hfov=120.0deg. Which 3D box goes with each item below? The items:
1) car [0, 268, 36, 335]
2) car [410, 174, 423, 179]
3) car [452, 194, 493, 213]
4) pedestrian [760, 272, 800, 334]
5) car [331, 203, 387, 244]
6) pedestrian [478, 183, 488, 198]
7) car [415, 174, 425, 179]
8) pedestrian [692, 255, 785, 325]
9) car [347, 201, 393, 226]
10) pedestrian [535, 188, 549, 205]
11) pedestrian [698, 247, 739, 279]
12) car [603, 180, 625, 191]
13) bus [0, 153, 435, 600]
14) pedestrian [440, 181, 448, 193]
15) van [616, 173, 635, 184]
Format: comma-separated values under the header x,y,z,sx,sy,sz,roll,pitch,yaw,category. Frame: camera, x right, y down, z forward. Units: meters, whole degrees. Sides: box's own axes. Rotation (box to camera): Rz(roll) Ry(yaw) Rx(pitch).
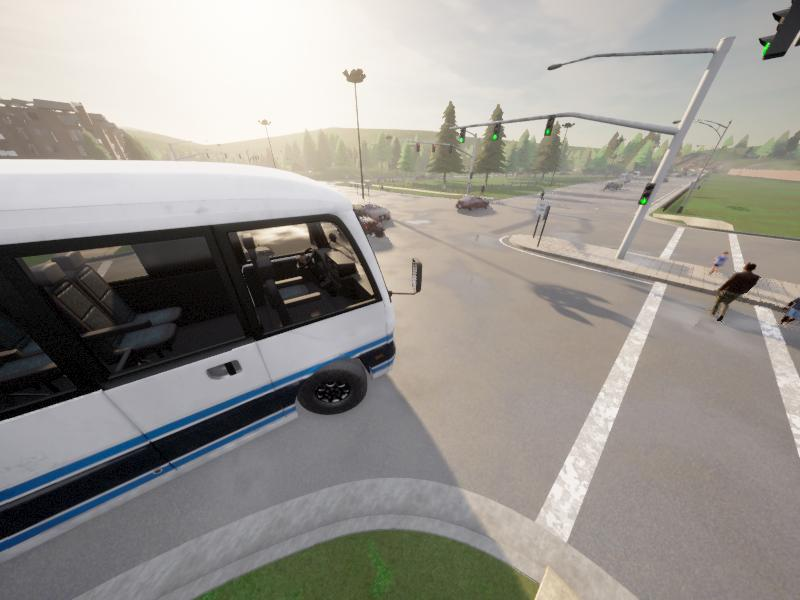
x,y,z,sx,sy,sz,roll,pitch,yaw,category
-13.756,0.749,5.575,4.892,1.490,1.837,-23,37,-34,car
6.740,-50.169,93.922,5.027,1.651,2.152,-23,37,-34,car
8.005,-10.716,25.485,4.674,1.442,1.812,-23,37,-35,car
11.561,-0.041,6.528,0.751,1.860,0.751,-23,37,-34,pedestrian
-2.828,-5.313,15.679,1.905,1.878,3.866,-22,37,-34,car
12.396,-16.409,34.573,0.751,1.860,0.751,-20,36,-31,pedestrian
7.839,-48.430,90.719,3.988,1.617,1.851,-23,37,-34,car
10.052,-0.303,6.981,0.751,1.860,0.751,21,36,32,pedestrian
-2.704,-7.759,20.438,1.994,1.385,4.181,-22,37,-33,car
17.582,-12.768,28.572,0.751,1.860,0.751,-20,36,-31,pedestrian
13.154,-1.536,9.572,0.500,1.100,0.500,19,35,30,pedestrian
45.037,-24.155,48.583,5.027,1.651,2.152,-23,37,-34,car
-4.929,0.651,2.988,10.273,4.253,3.944,-18,35,-28,bus
7.658,-19.691,40.258,0.751,1.860,0.751,-20,35,-30,pedestrian
66.644,-35.931,68.164,6.366,2.431,2.351,-23,37,-34,van
